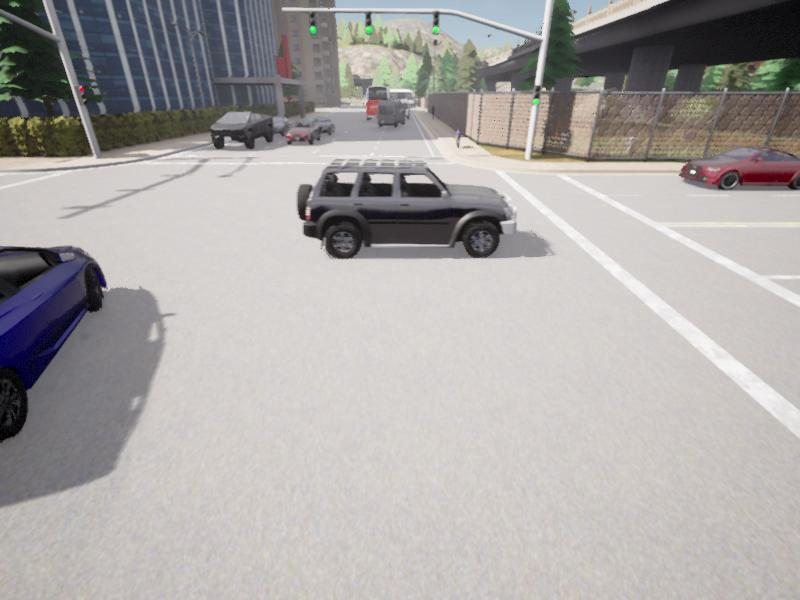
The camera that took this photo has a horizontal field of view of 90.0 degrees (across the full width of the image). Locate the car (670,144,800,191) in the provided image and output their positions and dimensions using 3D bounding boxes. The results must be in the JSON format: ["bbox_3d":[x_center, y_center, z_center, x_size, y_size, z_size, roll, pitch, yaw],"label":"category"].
[{"bbox_3d":[13.102,-5.021,15.091,4.181,1.385,1.994,0,27,0],"label":"car"}]

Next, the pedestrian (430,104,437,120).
[{"bbox_3d":[4.396,-24.852,52.797,0.751,1.860,0.751,1,27,2],"label":"pedestrian"}]

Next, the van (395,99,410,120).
[{"bbox_3d":[0.356,-27.273,57.173,1.988,2.561,5.915,0,27,0],"label":"van"}]

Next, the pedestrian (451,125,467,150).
[{"bbox_3d":[3.448,-9.576,23.556,0.751,1.300,0.751,7,28,14],"label":"pedestrian"}]

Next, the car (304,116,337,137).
[{"bbox_3d":[-6.793,-15.074,34.613,1.994,1.385,4.181,0,27,-1],"label":"car"}]

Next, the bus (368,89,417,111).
[{"bbox_3d":[-1.563,-43.431,86.982,10.273,4.253,3.944,0,27,0],"label":"bus"}]

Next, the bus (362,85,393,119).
[{"bbox_3d":[-3.242,-30.343,61.290,3.944,4.253,10.273,0,27,0],"label":"bus"}]

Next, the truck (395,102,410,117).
[{"bbox_3d":[0.398,-30.912,64.767,2.390,2.098,6.274,0,27,0],"label":"truck"}]

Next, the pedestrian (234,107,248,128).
[{"bbox_3d":[-15.777,-18.159,39.713,0.751,1.860,0.751,-2,27,-4],"label":"pedestrian"}]

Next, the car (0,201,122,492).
[{"bbox_3d":[-5.160,0.198,4.646,2.007,1.525,4.514,-9,29,-18],"label":"car"}]

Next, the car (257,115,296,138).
[{"bbox_3d":[-10.289,-14.690,33.779,1.812,1.442,4.674,0,27,0],"label":"car"}]

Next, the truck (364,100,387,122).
[{"bbox_3d":[-3.172,-25.184,53.156,2.627,2.467,5.204,0,27,0],"label":"truck"}]

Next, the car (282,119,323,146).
[{"bbox_3d":[-6.821,-11.933,28.357,1.816,1.474,4.193,0,27,0],"label":"car"}]

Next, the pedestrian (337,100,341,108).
[{"bbox_3d":[-14.842,-47.825,97.696,0.751,1.860,0.751,3,27,6],"label":"pedestrian"}]

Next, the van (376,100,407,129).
[{"bbox_3d":[-0.810,-19.893,42.746,1.988,2.561,5.915,5,28,10],"label":"van"}]

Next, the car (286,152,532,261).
[{"bbox_3d":[0.161,-2.111,8.762,4.605,1.855,1.932,1,27,-1],"label":"car"}]

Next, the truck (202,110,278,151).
[{"bbox_3d":[-10.332,-11.401,26.633,2.390,2.098,6.274,0,27,0],"label":"truck"}]
